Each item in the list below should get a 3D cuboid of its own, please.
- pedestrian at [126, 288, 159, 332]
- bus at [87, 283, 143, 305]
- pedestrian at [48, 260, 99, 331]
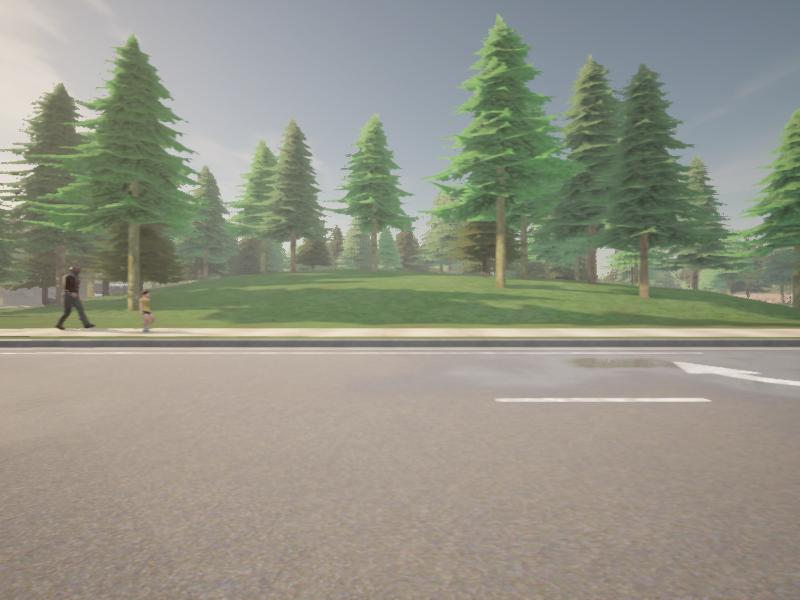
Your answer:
[{"bbox_3d":[-6.578,0.255,10.231,0.500,1.100,0.500,0,0,4],"label":"pedestrian"},{"bbox_3d":[-57.335,-1.121,81.053,3.944,4.253,10.273,0,0,1],"label":"bus"},{"bbox_3d":[-8.806,-0.124,10.817,0.751,1.860,0.751,0,0,-1],"label":"pedestrian"}]
